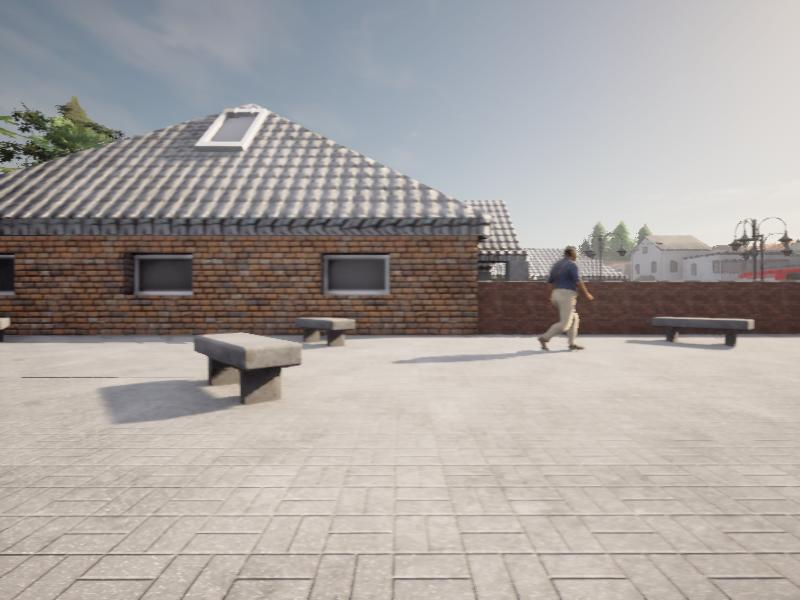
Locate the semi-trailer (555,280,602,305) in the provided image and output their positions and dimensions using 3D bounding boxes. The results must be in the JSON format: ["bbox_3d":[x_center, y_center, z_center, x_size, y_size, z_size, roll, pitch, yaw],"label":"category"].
[{"bbox_3d":[34.132,-1.232,77.489,2.717,4.402,14.254,0,0,0],"label":"semi-trailer"}]

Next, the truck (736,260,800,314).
[{"bbox_3d":[30.215,-0.932,30.037,2.891,3.827,8.468,0,0,0],"label":"truck"}]

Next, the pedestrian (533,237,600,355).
[{"bbox_3d":[2.785,-0.069,6.739,0.751,1.860,0.751,0,0,-10],"label":"pedestrian"}]
